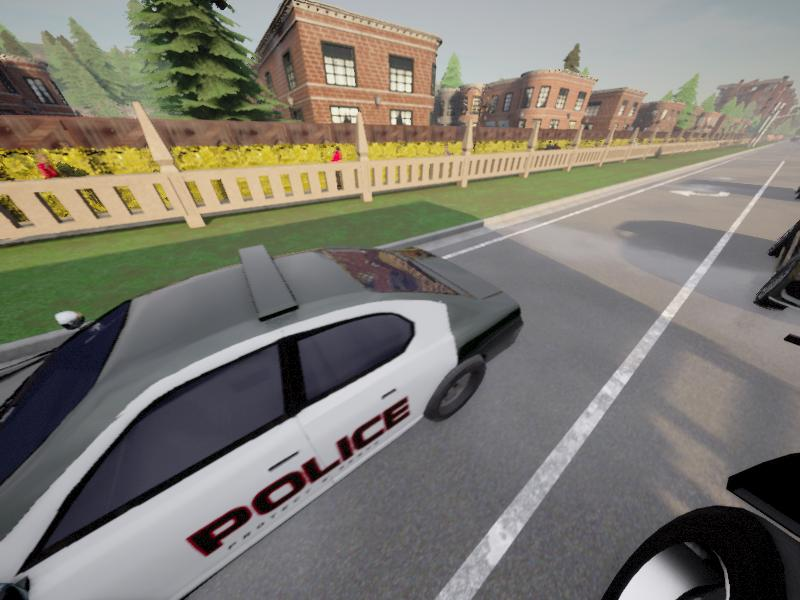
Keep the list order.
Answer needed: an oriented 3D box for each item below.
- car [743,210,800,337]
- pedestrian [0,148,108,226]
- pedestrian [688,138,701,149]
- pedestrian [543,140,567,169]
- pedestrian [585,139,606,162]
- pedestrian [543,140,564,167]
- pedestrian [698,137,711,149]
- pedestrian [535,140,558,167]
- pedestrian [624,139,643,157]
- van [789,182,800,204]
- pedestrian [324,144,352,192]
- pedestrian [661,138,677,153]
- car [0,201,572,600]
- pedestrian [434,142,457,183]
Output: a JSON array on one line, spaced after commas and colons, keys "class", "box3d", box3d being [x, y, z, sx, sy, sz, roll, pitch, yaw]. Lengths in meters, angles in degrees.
[{"class": "car", "box3d": [7.912, -0.740, 3.513, 5.027, 1.651, 2.152, -22, 41, -28]}, {"class": "pedestrian", "box3d": [-9.743, -3.230, 6.645, 0.751, 1.860, 0.751, -21, 40, -27]}, {"class": "pedestrian", "box3d": [56.183, -29.876, 44.086, 0.751, 1.860, 0.751, -21, 40, -26]}, {"class": "pedestrian", "box3d": [12.076, -11.363, 18.058, 0.751, 1.860, 0.751, -22, 41, -28]}, {"class": "pedestrian", "box3d": [19.125, -14.612, 22.630, 0.751, 1.860, 0.751, -23, 41, -28]}, {"class": "pedestrian", "box3d": [12.751, -12.171, 19.202, 0.751, 1.860, 0.751, 26, 43, 32]}, {"class": "pedestrian", "box3d": [58.996, -30.343, 44.730, 0.751, 1.860, 0.751, -25, 42, -31]}, {"class": "pedestrian", "box3d": [12.129, -12.144, 19.168, 0.751, 1.860, 0.751, -4, 35, -5]}, {"class": "pedestrian", "box3d": [28.581, -18.653, 28.310, 0.751, 1.860, 0.751, -23, 41, -28]}, {"class": "van", "box3d": [18.254, -5.105, 9.328, 4.442, 1.987, 1.775, -22, 41, -28]}, {"class": "pedestrian", "box3d": [-2.832, -6.095, 10.671, 0.751, 1.860, 0.751, -23, 41, -28]}, {"class": "pedestrian", "box3d": [41.503, -23.871, 35.644, 0.751, 1.860, 0.751, -22, 41, -28]}, {"class": "car", "box3d": [-1.267, 0.573, 1.784, 4.974, 1.542, 2.038, -22, 41, -28]}, {"class": "pedestrian", "box3d": [2.466, -7.484, 12.610, 0.751, 1.860, 0.751, -22, 40, -27]}]
